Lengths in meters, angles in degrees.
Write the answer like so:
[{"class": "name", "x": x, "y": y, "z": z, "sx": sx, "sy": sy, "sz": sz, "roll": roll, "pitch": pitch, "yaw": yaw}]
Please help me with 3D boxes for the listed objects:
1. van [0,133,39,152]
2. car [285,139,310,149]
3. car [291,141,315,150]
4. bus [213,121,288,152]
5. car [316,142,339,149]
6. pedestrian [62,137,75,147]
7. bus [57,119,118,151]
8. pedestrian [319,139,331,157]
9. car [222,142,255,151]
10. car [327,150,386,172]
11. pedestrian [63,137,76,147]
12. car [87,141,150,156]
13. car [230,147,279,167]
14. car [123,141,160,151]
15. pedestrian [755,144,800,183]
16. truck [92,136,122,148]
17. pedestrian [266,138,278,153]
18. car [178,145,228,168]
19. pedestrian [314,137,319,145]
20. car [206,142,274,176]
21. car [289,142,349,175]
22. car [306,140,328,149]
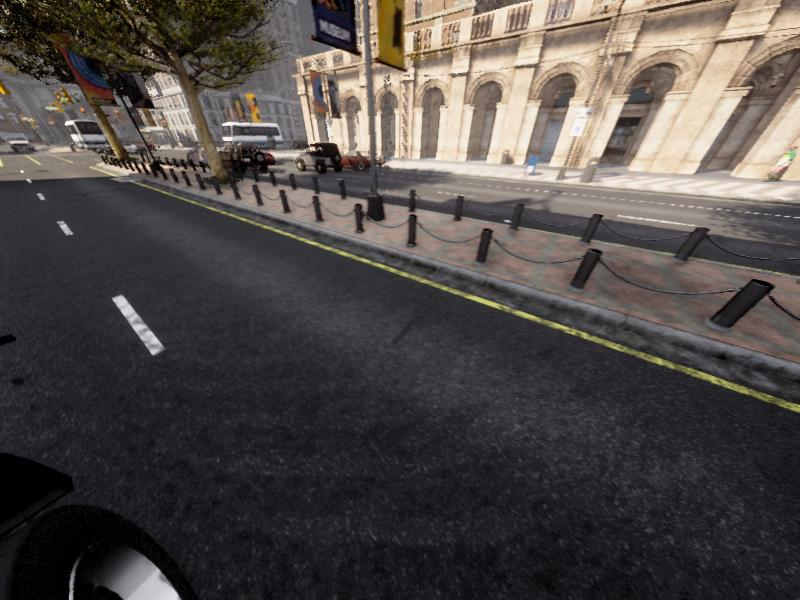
[{"class": "van", "x": -61.527, "y": -25.426, "z": 37.229, "sx": 6.366, "sy": 2.431, "sz": 2.351, "roll": 22, "pitch": 41, "yaw": 28}, {"class": "car", "x": -23.633, "y": -36.285, "z": 53.641, "sx": 2.242, "sy": 1.667, "sz": 4.611, "roll": 22, "pitch": 41, "yaw": 28}, {"class": "car", "x": -20.071, "y": -32.078, "z": 47.885, "sx": 1.816, "sy": 1.474, "sz": 4.193, "roll": 22, "pitch": 41, "yaw": 28}, {"class": "bus", "x": -27.308, "y": -30.498, "z": 43.167, "sx": 3.944, "sy": 4.253, "sz": 10.273, "roll": 21, "pitch": 40, "yaw": 26}, {"class": "car", "x": -16.347, "y": -35.062, "z": 52.304, "sx": 1.895, "sy": 1.301, "sz": 4.718, "roll": 22, "pitch": 41, "yaw": 28}, {"class": "pedestrian", "x": -74.340, "y": -35.478, "z": 51.797, "sx": 0.751, "sy": 1.860, "sz": 0.751, "roll": 16, "pitch": 38, "yaw": 21}, {"class": "bus", "x": -56.021, "y": -29.473, "z": 41.434, "sx": 10.273, "sy": 4.253, "sz": 3.944, "roll": 22, "pitch": 41, "yaw": 28}, {"class": "pedestrian", "x": -9.129, "y": -18.506, "z": 28.120, "sx": 0.751, "sy": 1.860, "sz": 0.751, "roll": 17, "pitch": 38, "yaw": 22}, {"class": "car", "x": -31.214, "y": -29.852, "z": 44.777, "sx": 1.895, "sy": 1.301, "sz": 4.718, "roll": 22, "pitch": 41, "yaw": 28}, {"class": "car", "x": -3.648, "y": -11.724, "z": 19.349, "sx": 4.718, "sy": 1.301, "sz": 1.895, "roll": 22, "pitch": 41, "yaw": 28}, {"class": "pedestrian", "x": -73.621, "y": -35.185, "z": 51.389, "sx": 0.751, "sy": 1.860, "sz": 0.751, "roll": 19, "pitch": 39, "yaw": 25}, {"class": "car", "x": -38.132, "y": -20.663, "z": 31.483, "sx": 2.038, "sy": 1.542, "sz": 4.974, "roll": 22, "pitch": 41, "yaw": 27}, {"class": "car", "x": -13.724, "y": -13.575, "z": 21.821, "sx": 4.181, "sy": 1.385, "sz": 1.994, "roll": 22, "pitch": 41, "yaw": 28}, {"class": "car", "x": -45.104, "y": -26.904, "z": 40.336, "sx": 4.674, "sy": 1.442, "sz": 1.812, "roll": 8, "pitch": 36, "yaw": 11}, {"class": "pedestrian", "x": 22.354, "y": -7.969, "z": 13.496, "sx": 0.751, "sy": 1.860, "sz": 0.751, "roll": 22, "pitch": 41, "yaw": 28}, {"class": "truck", "x": -62.999, "y": -33.988, "z": 49.632, "sx": 6.274, "sy": 2.098, "sz": 2.390, "roll": 22, "pitch": 41, "yaw": 28}, {"class": "pedestrian", "x": -19.638, "y": -23.744, "z": 35.439, "sx": 0.751, "sy": 1.860, "sz": 0.751, "roll": 20, "pitch": 40, "yaw": 25}, {"class": "car", "x": -17.304, "y": -12.645, "z": 20.327, "sx": 3.633, "sy": 1.501, "sz": 1.845, "roll": 22, "pitch": 41, "yaw": 28}, {"class": "pedestrian", "x": -23.569, "y": -44.760, "z": 65.180, "sx": 0.751, "sy": 1.860, "sz": 0.751, "roll": 19, "pitch": 39, "yaw": 24}, {"class": "car", "x": -11.814, "y": -10.541, "z": 17.097, "sx": 4.605, "sy": 1.855, "sz": 1.932, "roll": 22, "pitch": 41, "yaw": 28}, {"class": "car", "x": -6.025, "y": -10.647, "z": 17.294, "sx": 3.866, "sy": 1.878, "sz": 1.905, "roll": 22, "pitch": 41, "yaw": 28}, {"class": "car", "x": -19.252, "y": -36.297, "z": 53.827, "sx": 2.007, "sy": 1.525, "sz": 4.514, "roll": 22, "pitch": 41, "yaw": 28}]
